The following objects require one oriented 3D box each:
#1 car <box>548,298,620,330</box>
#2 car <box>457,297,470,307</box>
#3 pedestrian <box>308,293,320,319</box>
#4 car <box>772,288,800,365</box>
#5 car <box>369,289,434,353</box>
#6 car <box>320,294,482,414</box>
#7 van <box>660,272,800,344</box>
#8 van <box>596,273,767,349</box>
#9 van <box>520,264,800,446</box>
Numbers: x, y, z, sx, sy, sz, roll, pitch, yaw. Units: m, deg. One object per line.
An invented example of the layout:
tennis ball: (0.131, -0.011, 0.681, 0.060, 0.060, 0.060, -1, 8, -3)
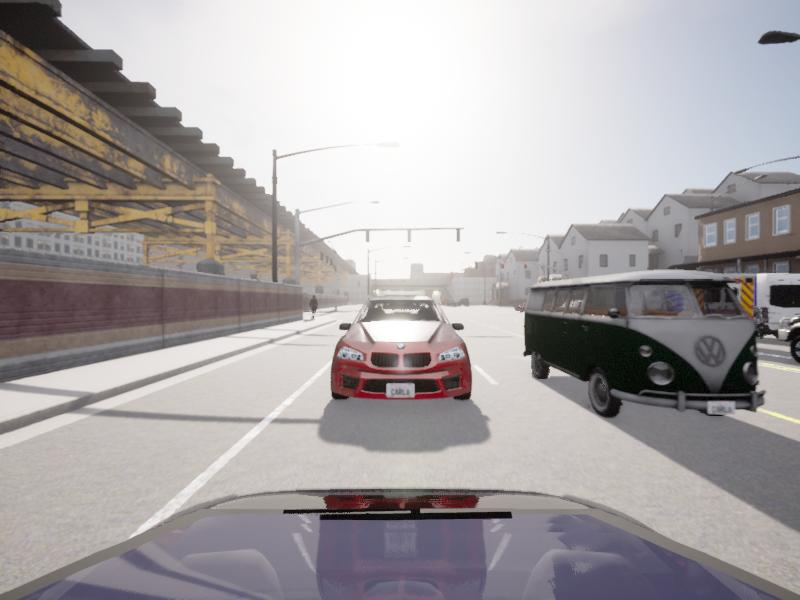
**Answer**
car: (10.583, 0.742, 23.523, 2.033, 1.649, 4.856, 0, 0, 0)
car: (14.315, 0.438, 90.901, 2.150, 2.045, 5.566, 0, 0, 0)
pedestrian: (-6.309, 0.445, 29.289, 0.751, 1.860, 0.751, 0, 0, -19)
car: (10.529, 0.639, 7.986, 1.932, 1.855, 4.605, 0, 0, 0)
car: (0.049, 0.625, 13.823, 1.905, 1.878, 3.866, 0, 0, 0)
car: (0.031, 0.744, 7.861, 2.242, 1.667, 4.611, 0, 0, 0)
van: (14.051, 0.296, 17.178, 1.988, 2.561, 5.915, 0, 0, 0)
van: (10.559, 0.353, 15.960, 2.351, 2.431, 6.366, 0, 0, 0)
van: (3.526, 0.585, 6.592, 1.775, 1.987, 4.442, 0, 0, 0)
